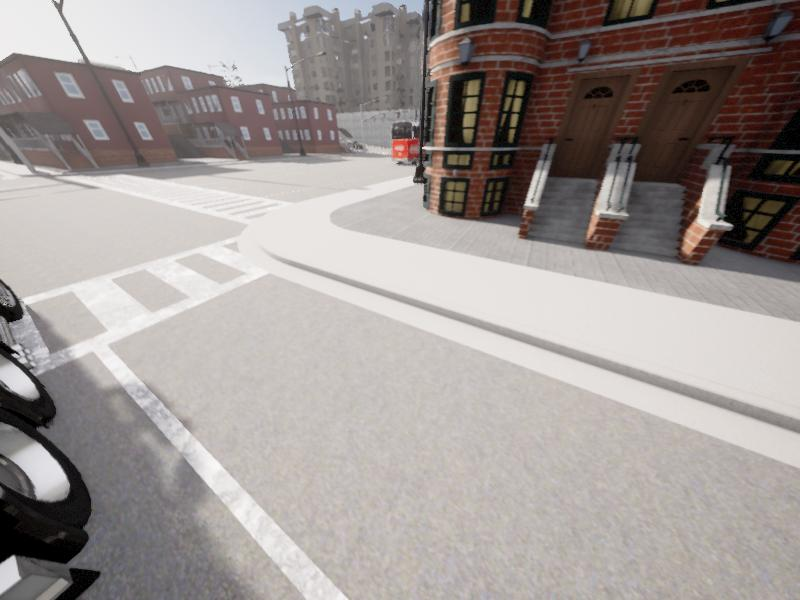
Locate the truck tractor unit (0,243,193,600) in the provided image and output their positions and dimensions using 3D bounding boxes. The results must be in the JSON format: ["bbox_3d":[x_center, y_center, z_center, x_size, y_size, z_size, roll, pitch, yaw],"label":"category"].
[{"bbox_3d":[-5.070,-0.339,0.838,6.516,4.208,3.053,20,39,26],"label":"truck tractor unit"}]
